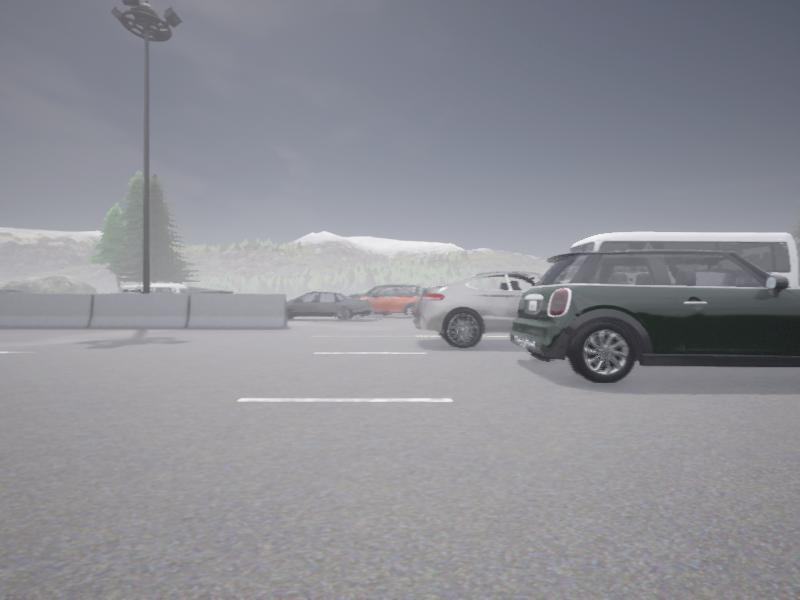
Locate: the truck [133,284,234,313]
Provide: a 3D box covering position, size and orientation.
[{"bbox_3d":[-16.210,-0.084,30.214,6.274,2.098,2.390,0,0,0],"label":"truck"}]

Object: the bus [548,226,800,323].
[{"bbox_3d":[13.127,-1.114,19.565,10.273,4.253,3.944,0,0,0],"label":"bus"}]

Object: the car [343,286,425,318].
[{"bbox_3d":[-0.901,0.091,23.201,4.553,1.767,2.097,0,0,0],"label":"car"}]

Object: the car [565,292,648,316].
[{"bbox_3d":[13.695,0.248,26.684,4.514,1.525,2.007,0,0,0],"label":"car"}]

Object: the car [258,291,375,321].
[{"bbox_3d":[-3.978,0.287,19.705,5.357,1.411,2.033,0,0,0],"label":"car"}]

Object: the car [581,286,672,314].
[{"bbox_3d":[16.973,-0.005,30.183,5.566,2.045,2.150,0,0,0],"label":"car"}]

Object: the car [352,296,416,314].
[{"bbox_3d":[-1.170,0.341,30.201,4.718,1.301,1.895,0,0,0],"label":"car"}]

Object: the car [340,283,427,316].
[{"bbox_3d":[-1.034,-0.034,26.701,5.566,2.045,2.150,0,0,0],"label":"car"}]

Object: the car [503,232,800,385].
[{"bbox_3d":[4.012,0.100,5.695,4.553,1.767,2.097,0,0,0],"label":"car"}]

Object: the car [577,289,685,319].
[{"bbox_3d":[13.264,0.199,23.185,5.027,1.651,2.152,0,0,0],"label":"car"}]

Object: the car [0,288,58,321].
[{"bbox_3d":[-20.205,0.205,19.719,4.902,1.511,2.128,0,0,0],"label":"car"}]

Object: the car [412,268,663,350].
[{"bbox_3d":[2.815,0.184,9.198,5.027,1.651,2.152,0,0,0],"label":"car"}]

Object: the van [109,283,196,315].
[{"bbox_3d":[-16.421,-0.056,26.716,4.480,2.038,2.069,0,0,0],"label":"van"}]

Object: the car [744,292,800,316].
[{"bbox_3d":[26.286,0.262,26.672,5.008,1.535,1.882,0,0,0],"label":"car"}]

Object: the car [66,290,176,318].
[{"bbox_3d":[-16.054,0.202,23.217,4.974,1.542,2.038,0,0,0],"label":"car"}]
